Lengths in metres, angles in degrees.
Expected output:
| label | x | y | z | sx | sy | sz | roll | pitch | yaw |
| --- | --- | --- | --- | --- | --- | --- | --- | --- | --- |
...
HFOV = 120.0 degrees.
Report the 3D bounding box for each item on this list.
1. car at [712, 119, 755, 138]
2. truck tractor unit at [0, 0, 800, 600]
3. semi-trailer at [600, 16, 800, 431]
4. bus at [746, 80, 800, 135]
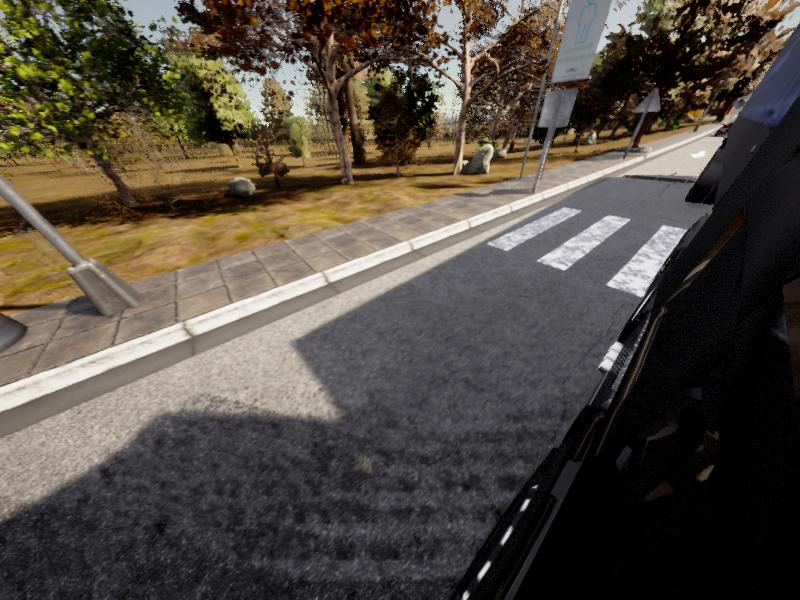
| label | x | y | z | sx | sy | sz | roll | pitch | yaw |
| --- | --- | --- | --- | --- | --- | --- | --- | --- | --- |
| car | 35.135 | -18.084 | 24.343 | 4.181 | 1.385 | 1.994 | -28 | 43 | -29 |
| truck tractor unit | 2.645 | -0.295 | 0.352 | 6.516 | 4.208 | 3.053 | -28 | 44 | -30 |
| semi-trailer | 8.566 | -3.705 | 4.337 | 14.254 | 4.402 | 2.717 | -30 | 45 | -31 |
| bus | 42.214 | -20.547 | 24.673 | 10.273 | 4.253 | 3.944 | -28 | 43 | -29 |
